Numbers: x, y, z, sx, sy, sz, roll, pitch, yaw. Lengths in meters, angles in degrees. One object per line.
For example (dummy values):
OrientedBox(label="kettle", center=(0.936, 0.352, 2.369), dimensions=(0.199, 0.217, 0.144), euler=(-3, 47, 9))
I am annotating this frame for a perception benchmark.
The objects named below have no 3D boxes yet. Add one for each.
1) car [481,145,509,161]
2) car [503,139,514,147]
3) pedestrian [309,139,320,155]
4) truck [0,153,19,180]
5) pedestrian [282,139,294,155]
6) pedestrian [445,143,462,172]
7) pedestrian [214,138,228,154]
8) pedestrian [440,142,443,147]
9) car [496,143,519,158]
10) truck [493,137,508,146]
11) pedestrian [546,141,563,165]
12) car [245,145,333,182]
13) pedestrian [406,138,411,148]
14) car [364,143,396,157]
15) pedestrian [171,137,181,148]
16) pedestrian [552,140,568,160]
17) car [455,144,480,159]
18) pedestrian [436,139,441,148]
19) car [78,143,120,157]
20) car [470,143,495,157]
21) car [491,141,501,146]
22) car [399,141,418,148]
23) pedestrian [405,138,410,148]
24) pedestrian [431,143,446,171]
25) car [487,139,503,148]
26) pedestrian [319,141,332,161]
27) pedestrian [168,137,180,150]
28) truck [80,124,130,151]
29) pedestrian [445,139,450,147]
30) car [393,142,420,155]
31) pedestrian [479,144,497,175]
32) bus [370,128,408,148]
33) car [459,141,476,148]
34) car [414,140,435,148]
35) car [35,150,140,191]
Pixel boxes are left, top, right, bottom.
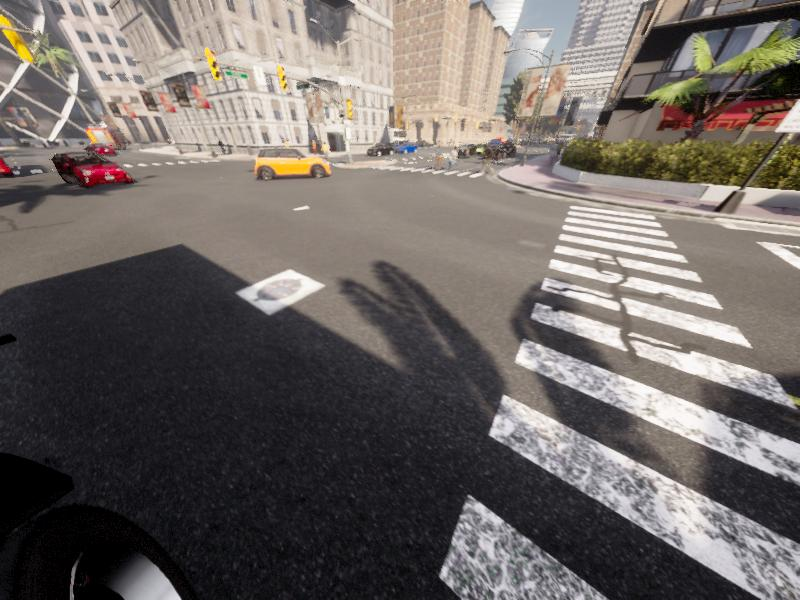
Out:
OrientedBox(label="car", center=(12.122, -18.785, 29.362), dimensions=(1.837, 1.490, 4.892), euler=(22, 40, 27))
OrientedBox(label="car", center=(33.810, -48.738, 71.707), dimensions=(1.905, 1.878, 3.866), euler=(22, 40, 27))
OrientedBox(label="pedestrian", center=(-11.707, -20.960, 31.637), dimensions=(0.751, 1.860, 0.751), euler=(11, 36, 14))
OrientedBox(label="truck", center=(-28.148, -9.869, 14.370), dimensions=(8.468, 3.827, 2.891), euler=(22, 41, 28))
OrientedBox(label="pedestrian", center=(-15.646, -21.424, 32.264), dimensions=(0.751, 1.860, 0.751), euler=(23, 41, 28))
OrientedBox(label="pedestrian", center=(4.171, -11.078, 18.005), dimensions=(0.751, 1.860, 0.751), euler=(28, 44, 34))
OrientedBox(label="pedestrian", center=(-25.198, -21.723, 32.613), dimensions=(0.751, 1.860, 0.751), euler=(23, 41, 29))
OrientedBox(label="pedestrian", center=(11.886, -44.409, 66.018), dimensions=(0.500, 1.100, 0.500), euler=(22, 40, 27))
OrientedBox(label="car", center=(15.729, -21.837, 33.624), dimensions=(1.851, 1.617, 3.988), euler=(22, 40, 27))
OrientedBox(label="truck", center=(32.773, -51.676, 75.345), dimensions=(2.627, 2.467, 5.204), euler=(22, 40, 27))
OrientedBox(label="pedestrian", center=(14.414, -13.762, 21.630), dimensions=(0.751, 1.860, 0.751), euler=(16, 38, 21))
OrientedBox(label="car", center=(-6.907, -8.899, 14.924), dimensions=(4.553, 1.767, 2.097), euler=(-11, 37, -16))
OrientedBox(label="pedestrian", center=(1.987, -36.007, 53.094), dimensions=(0.751, 1.860, 0.751), euler=(16, 38, 21))
OrientedBox(label="car", center=(-2.747, -21.632, 33.285), dimensions=(1.837, 1.490, 4.892), euler=(22, 41, 27))
OrientedBox(label="pedestrian", center=(-47.965, -33.711, 49.443), dimensions=(0.751, 1.860, 0.751), euler=(-14, 38, -20))
OrientedBox(label="pedestrian", center=(18.165, -16.997, 26.249), dimensions=(0.751, 1.860, 0.751), euler=(28, 43, 33))
OrientedBox(label="car", center=(8.962, -19.732, 30.629), dimensions=(1.789, 1.549, 3.705), euler=(22, 41, 27))
OrientedBox(label="pedestrian", center=(10.290, -42.012, 61.945), dimensions=(0.751, 1.860, 0.751), euler=(23, 41, 29))
OrientedBox(label="car", center=(-40.821, -20.391, 31.333), dimensions=(4.181, 1.385, 1.994), euler=(15, 38, 20))
OrientedBox(label="car", center=(12.458, -22.645, 34.814), dimensions=(2.007, 1.525, 4.514), euler=(22, 40, 27))
OrientedBox(label="car", center=(33.795, -55.360, 81.592), dimensions=(1.895, 1.301, 4.718), euler=(22, 40, 27))
OrientedBox(label="car", center=(2.074, -39.819, 59.099), dimensions=(4.514, 1.525, 2.007), euler=(22, 40, 27))
OrientedBox(label="pedestrian", center=(1.730, -36.277, 53.475), dimensions=(0.751, 1.860, 0.751), euler=(-24, 42, -30))
OrientedBox(label="pedestrian", center=(3.081, -11.429, 18.494), dimensions=(0.751, 1.860, 0.751), euler=(26, 42, 31))
OrientedBox(label="car", center=(25.347, -41.742, 61.567), dimensions=(2.150, 2.045, 5.566), euler=(22, 40, 27))
OrientedBox(label="pedestrian", center=(-8.451, -16.964, 26.257), dimensions=(0.751, 1.860, 0.751), euler=(27, 43, 33))
OrientedBox(label="pedestrian", center=(-41.841, -28.959, 42.748), dimensions=(0.751, 1.860, 0.751), euler=(21, 40, 27))
OrientedBox(label="truck", center=(-54.803, -30.383, 43.267), dimensions=(2.891, 3.827, 8.468), euler=(-22, 41, -28))
OrientedBox(label="pedestrian", center=(13.766, -45.372, 66.739), dimensions=(0.751, 1.860, 0.751), euler=(24, 41, 29))
OrientedBox(label="car", center=(1.094, -24.855, 37.850), dimensions=(1.882, 1.535, 5.008), euler=(22, 40, 27))
OrientedBox(label="pedestrian", center=(6.333, -10.101, 16.635), dimensions=(0.751, 1.860, 0.751), euler=(14, 37, 19))
OrientedBox(label="bus", center=(-3.169, -45.533, 64.795), dimensions=(10.273, 4.253, 3.944), euler=(22, 41, 27))
OrientedBox(label="car", center=(17.665, -40.976, 60.863), dimensions=(3.633, 1.501, 1.845), euler=(22, 40, 27))
OrientedBox(label="car", center=(6.327, -40.623, 60.175), dimensions=(5.238, 1.638, 1.930), euler=(21, 40, 27))
OrientedBox(label="car", center=(-17.015, -7.174, 12.629), dimensions=(4.514, 1.525, 2.007), euler=(17, 39, 22))
